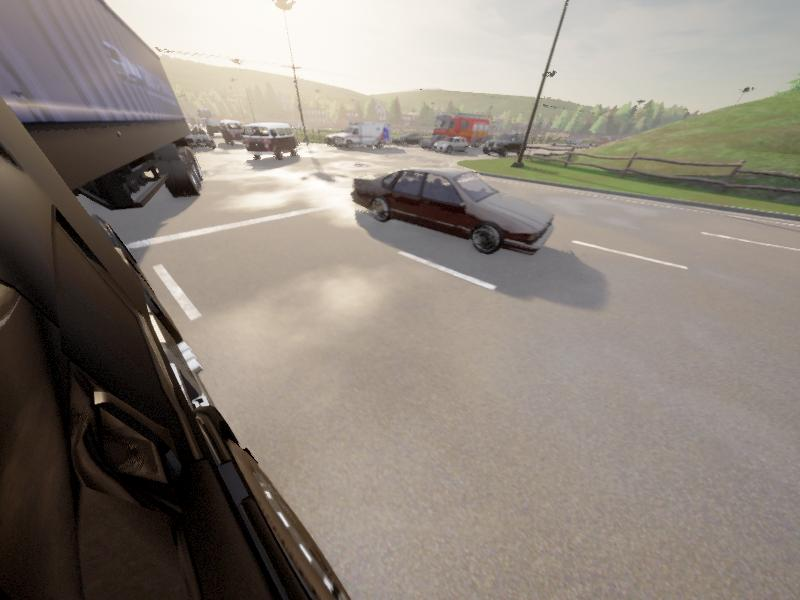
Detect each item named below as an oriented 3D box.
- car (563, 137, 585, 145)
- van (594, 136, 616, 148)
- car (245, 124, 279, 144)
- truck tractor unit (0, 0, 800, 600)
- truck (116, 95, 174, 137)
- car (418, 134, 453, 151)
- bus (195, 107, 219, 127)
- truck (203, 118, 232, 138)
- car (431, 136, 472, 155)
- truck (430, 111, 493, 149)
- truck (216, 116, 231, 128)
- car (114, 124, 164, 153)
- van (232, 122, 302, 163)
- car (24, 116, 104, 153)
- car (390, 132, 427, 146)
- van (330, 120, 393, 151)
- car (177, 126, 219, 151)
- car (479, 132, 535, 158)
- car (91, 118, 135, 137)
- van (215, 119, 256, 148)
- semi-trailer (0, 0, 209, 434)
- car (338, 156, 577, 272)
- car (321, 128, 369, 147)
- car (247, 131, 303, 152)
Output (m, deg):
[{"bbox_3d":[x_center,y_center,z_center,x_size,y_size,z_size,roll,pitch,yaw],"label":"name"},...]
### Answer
[{"bbox_3d":[42.125,-38.372,55.840,4.974,1.542,2.038,-21,43,-28],"label":"car"},{"bbox_3d":[44.715,-34.432,50.386,4.442,1.987,1.775,-21,43,-28],"label":"van"},{"bbox_3d":[-16.677,-20.004,27.797,2.242,1.667,4.611,-24,44,-31],"label":"car"},{"bbox_3d":[-2.645,-0.295,0.352,6.516,4.208,3.053,28,44,30],"label":"truck tractor unit"},{"bbox_3d":[-32.684,-23.845,30.136,2.891,3.827,8.468,-21,43,-28],"label":"truck"},{"bbox_3d":[4.222,-18.535,27.221,3.633,1.501,1.845,-22,43,-28],"label":"car"},{"bbox_3d":[-57.402,-54.392,68.850,3.944,4.253,10.273,-21,43,-28],"label":"bus"},{"bbox_3d":[-26.401,-24.869,33.315,2.390,2.098,6.274,-21,43,-28],"label":"truck"},{"bbox_3d":[5.456,-16.405,24.511,3.806,1.475,1.970,-22,43,-29],"label":"car"},{"bbox_3d":[8.660,-23.725,32.473,8.468,3.827,2.891,-21,43,-28],"label":"truck"},{"bbox_3d":[-51.826,-52.152,67.698,2.627,2.467,5.204,-21,43,-28],"label":"truck"},{"bbox_3d":[-19.951,-12.517,17.770,1.882,1.535,5.008,-26,45,-32],"label":"car"},{"bbox_3d":[-8.776,-10.915,15.898,2.069,2.038,4.480,2,37,0],"label":"van"},{"bbox_3d":[-22.826,-11.516,15.986,1.932,1.855,4.605,-26,45,-32],"label":"car"},{"bbox_3d":[1.236,-22.484,32.325,4.792,1.488,2.163,-21,43,-28],"label":"car"},{"bbox_3d":[-3.968,-17.976,25.240,6.366,2.431,2.351,-27,46,-33],"label":"van"},{"bbox_3d":[-17.094,-13.648,19.496,1.816,1.474,4.193,-26,45,-33],"label":"car"},{"bbox_3d":[11.284,-16.360,24.328,5.566,2.045,2.150,-21,43,-28],"label":"car"},{"bbox_3d":[-34.695,-21.041,28.129,2.152,1.651,5.027,-21,43,-28],"label":"car"},{"bbox_3d":[-16.474,-16.678,23.077,2.069,2.038,4.480,-25,46,-32],"label":"van"},{"bbox_3d":[-7.250,-4.325,5.247,2.717,4.402,14.254,-19,42,-25],"label":"semi-trailer"},{"bbox_3d":[1.057,-2.617,6.009,5.357,1.411,2.033,26,43,28],"label":"car"},{"bbox_3d":[-6.401,-19.337,27.570,5.027,1.651,2.152,-25,45,-32],"label":"car"},{"bbox_3d":[-11.362,-14.733,21.368,1.994,1.385,4.181,15,39,16],"label":"car"}]
